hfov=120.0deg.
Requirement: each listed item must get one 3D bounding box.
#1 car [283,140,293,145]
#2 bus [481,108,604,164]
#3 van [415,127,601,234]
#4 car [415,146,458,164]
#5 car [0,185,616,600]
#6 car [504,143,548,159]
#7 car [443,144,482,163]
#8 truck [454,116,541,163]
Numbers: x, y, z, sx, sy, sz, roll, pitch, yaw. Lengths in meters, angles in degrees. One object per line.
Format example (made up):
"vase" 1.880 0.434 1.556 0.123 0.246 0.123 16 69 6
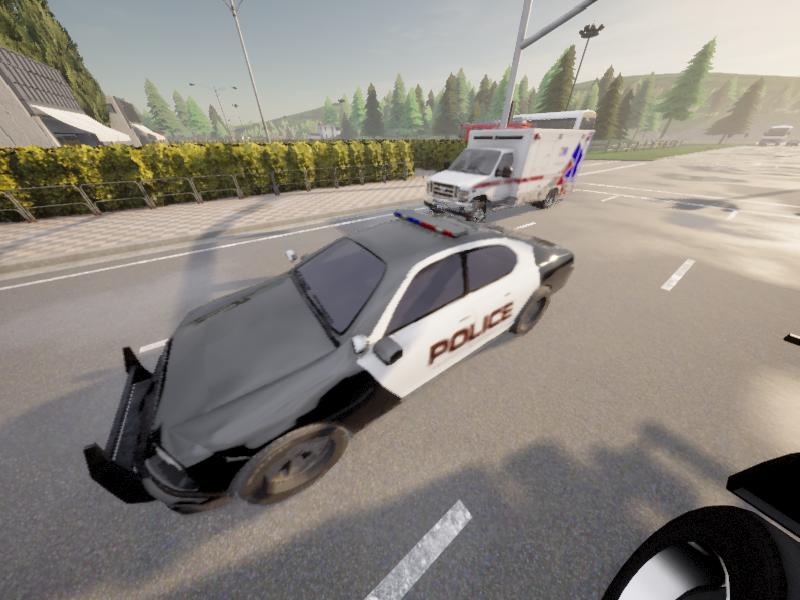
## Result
"car" -40.649 -57.165 83.928 2.038 1.542 4.974 -21 40 -27
"bus" 14.939 -18.131 25.840 3.944 4.253 10.273 -21 40 -27
"van" 3.811 -4.491 8.150 6.366 2.431 2.351 -22 41 -28
"car" 3.829 -15.742 24.968 1.812 1.442 4.674 -21 40 -27
"car" -0.043 -0.100 2.723 4.974 1.542 2.038 -22 41 -28
"car" 16.347 -19.549 30.210 2.007 1.525 4.514 -21 40 -27
"car" 6.981 -16.735 26.214 1.851 1.617 3.988 -21 40 -27
"truck" 10.496 -18.258 26.422 2.891 3.827 8.468 -21 40 -27
